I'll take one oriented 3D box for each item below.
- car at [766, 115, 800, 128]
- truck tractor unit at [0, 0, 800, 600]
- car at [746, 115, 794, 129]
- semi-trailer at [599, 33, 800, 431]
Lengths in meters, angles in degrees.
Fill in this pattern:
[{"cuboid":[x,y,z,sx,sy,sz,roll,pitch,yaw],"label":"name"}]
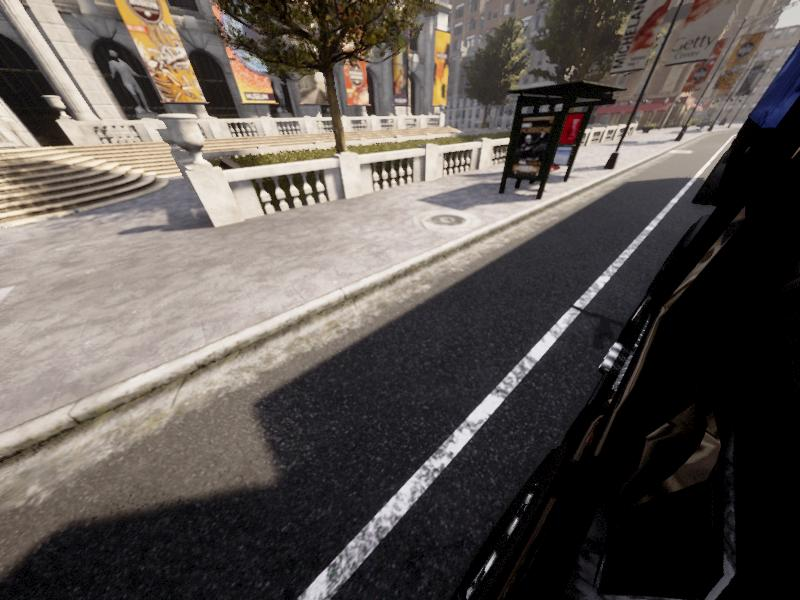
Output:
[{"cuboid":[58.441,-26.640,34.442,4.718,1.301,1.895,-8,37,-7],"label":"car"},{"cuboid":[2.645,-0.295,0.351,6.516,4.208,3.053,-28,44,-30],"label":"truck tractor unit"},{"cuboid":[52.984,-25.488,33.123,4.674,1.452,2.002,-14,38,-15],"label":"car"},{"cuboid":[8.647,-3.642,4.274,14.254,4.402,2.717,-29,44,-30],"label":"semi-trailer"}]
